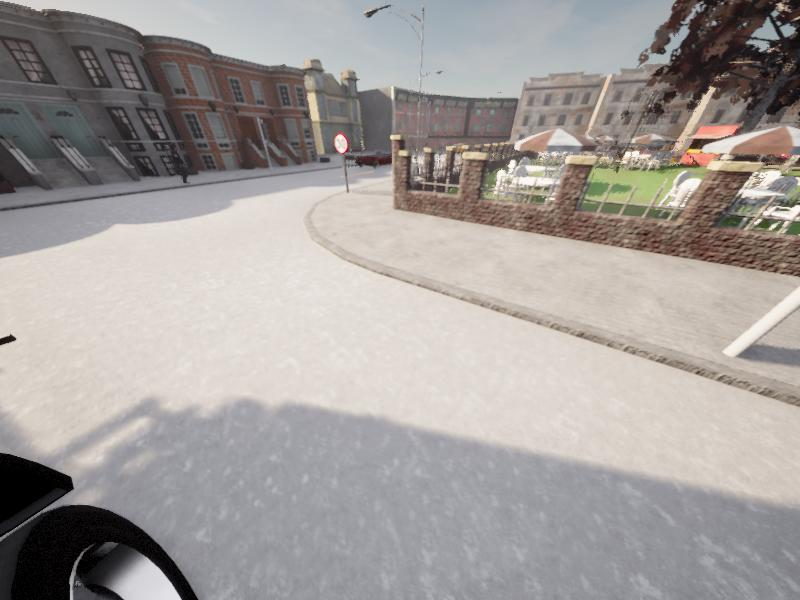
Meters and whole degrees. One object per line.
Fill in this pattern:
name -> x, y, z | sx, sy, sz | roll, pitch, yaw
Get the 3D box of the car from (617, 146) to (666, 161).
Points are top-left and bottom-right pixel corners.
car -> 31.040, -19.052, 29.895 | 3.806, 1.475, 1.970 | 19, 39, 24

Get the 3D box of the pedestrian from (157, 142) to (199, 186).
pedestrian -> -11.367, -6.983, 11.883 | 0.751, 1.860, 0.751 | 25, 42, 31

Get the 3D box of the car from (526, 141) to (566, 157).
car -> 21.835, -22.651, 34.578 | 4.605, 1.855, 1.932 | 19, 39, 24

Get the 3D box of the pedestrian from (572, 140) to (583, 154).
pedestrian -> 29.646, -25.601, 38.619 | 0.751, 1.860, 0.751 | 17, 38, 22

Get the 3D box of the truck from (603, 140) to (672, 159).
truck -> 33.113, -21.317, 32.584 | 6.274, 2.098, 2.390 | 19, 39, 25

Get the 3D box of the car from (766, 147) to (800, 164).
car -> 46.258, -16.398, 26.210 | 4.514, 1.525, 2.007 | 20, 40, 25

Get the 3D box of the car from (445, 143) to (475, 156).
car -> 9.284, -23.096, 35.407 | 1.882, 1.535, 5.008 | 29, 44, 35

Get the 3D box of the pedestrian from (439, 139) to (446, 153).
pedestrian -> 6.834, -24.837, 37.353 | 0.751, 1.860, 0.751 | 10, 36, 13

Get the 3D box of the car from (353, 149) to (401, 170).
car -> -1.957, -12.891, 21.050 | 1.895, 1.301, 4.718 | 20, 40, 25

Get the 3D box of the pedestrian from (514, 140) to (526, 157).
pedestrian -> 16.145, -20.416, 31.158 | 0.751, 1.860, 0.751 | 30, 45, 35

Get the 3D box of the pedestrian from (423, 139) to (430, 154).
pedestrian -> 4.168, -24.412, 36.728 | 0.751, 1.860, 0.751 | -27, 44, -33
